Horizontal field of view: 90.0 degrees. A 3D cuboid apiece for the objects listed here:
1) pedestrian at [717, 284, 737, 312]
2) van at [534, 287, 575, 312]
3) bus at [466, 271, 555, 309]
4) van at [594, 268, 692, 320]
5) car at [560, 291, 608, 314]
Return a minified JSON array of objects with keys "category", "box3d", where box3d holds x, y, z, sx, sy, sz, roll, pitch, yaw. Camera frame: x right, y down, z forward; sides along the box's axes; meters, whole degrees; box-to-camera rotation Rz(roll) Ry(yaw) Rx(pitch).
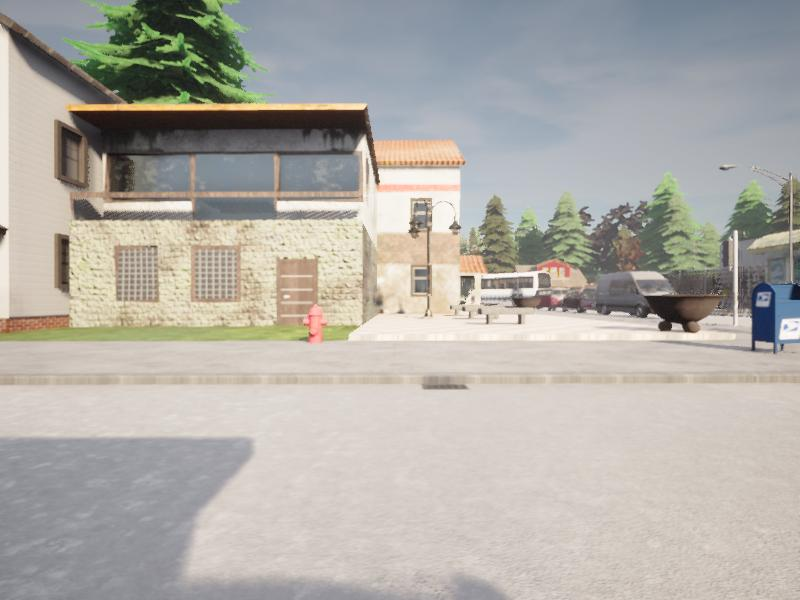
[{"category":"pedestrian","box3d":[22.461,-0.123,27.475,0.751,1.860,0.751,0,0,4]},{"category":"van","box3d":[13.275,-0.034,34.720,1.775,1.987,4.442,0,0,-1]},{"category":"bus","box3d":[13.461,-1.168,49.839,3.944,4.253,10.273,0,0,-39]},{"category":"van","box3d":[13.403,-0.310,22.664,1.988,2.561,5.915,0,0,1]},{"category":"car","box3d":[13.311,0.182,29.225,1.789,1.549,3.705,0,0,0]}]
